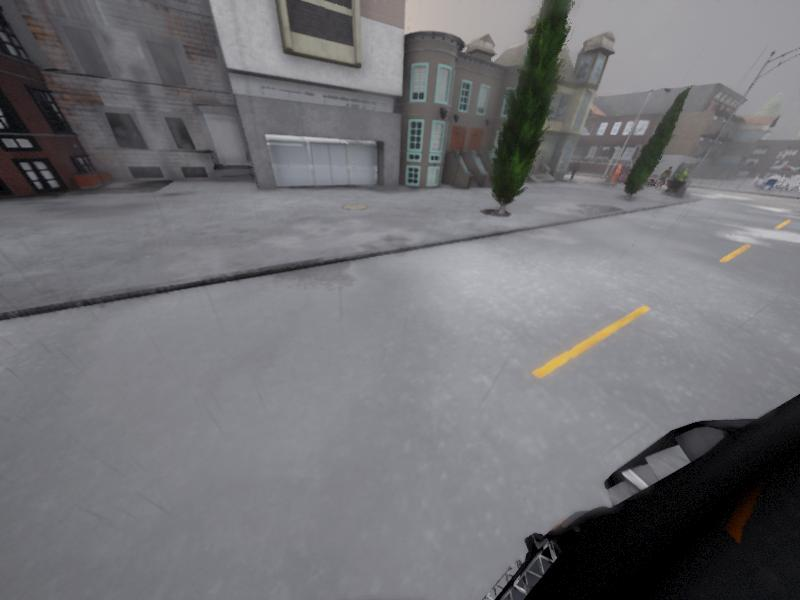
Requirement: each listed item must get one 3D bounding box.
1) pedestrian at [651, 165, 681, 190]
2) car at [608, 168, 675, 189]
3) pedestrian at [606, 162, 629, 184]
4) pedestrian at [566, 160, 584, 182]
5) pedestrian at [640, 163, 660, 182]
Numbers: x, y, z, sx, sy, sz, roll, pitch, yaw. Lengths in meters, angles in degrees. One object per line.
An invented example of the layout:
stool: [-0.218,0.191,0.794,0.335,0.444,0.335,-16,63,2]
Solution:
pedestrian: [23.209,-10.741,20.219,0.751,1.860,0.751,-8,35,-16]
car: [24.823,-12.650,23.921,1.994,1.385,4.181,-15,37,-25]
pedestrian: [21.405,-12.510,22.755,0.751,1.860,0.751,9,34,8]
pedestrian: [17.075,-12.579,22.536,0.751,1.860,0.751,24,39,28]
pedestrian: [29.907,-15.301,27.667,0.751,1.860,0.751,15,35,17]
